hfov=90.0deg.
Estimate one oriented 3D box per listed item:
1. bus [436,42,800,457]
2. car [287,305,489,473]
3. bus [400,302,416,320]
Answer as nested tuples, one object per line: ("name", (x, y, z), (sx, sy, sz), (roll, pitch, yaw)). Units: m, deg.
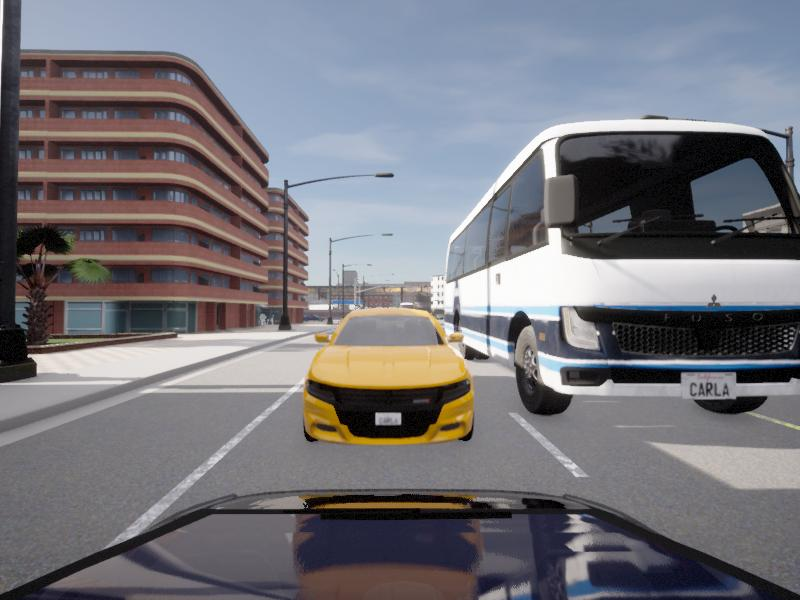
("bus", (3.395, -0.452, 9.263), (3.944, 4.253, 10.273), (0, -1, -1))
("car", (-0.160, 0.861, 6.233), (1.882, 1.535, 5.008), (0, -1, -1))
("bus", (1.985, 2.877, 104.803), (3.944, 4.253, 10.273), (0, -2, -1))
